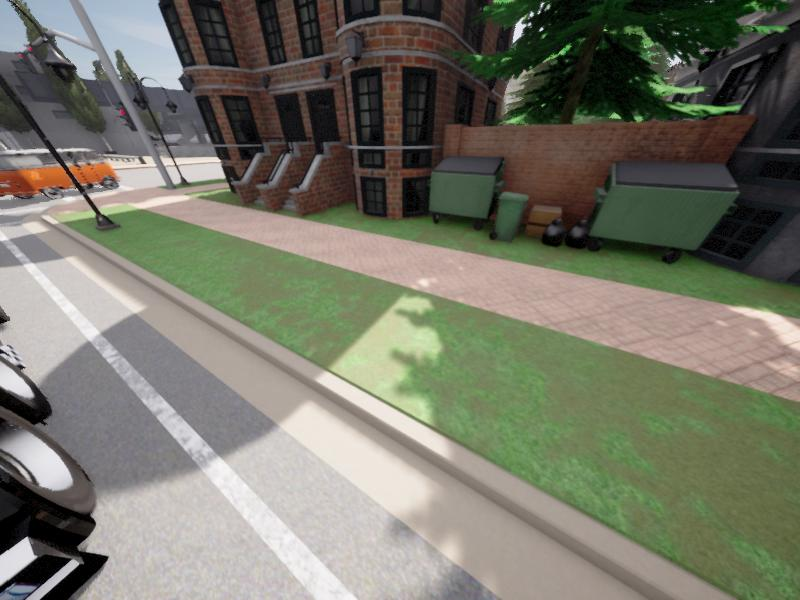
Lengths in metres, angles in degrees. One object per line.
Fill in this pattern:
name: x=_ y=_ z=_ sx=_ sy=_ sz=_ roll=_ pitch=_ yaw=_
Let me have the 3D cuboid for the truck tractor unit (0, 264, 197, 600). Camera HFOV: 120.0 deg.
truck tractor unit: x=-5.109 y=-0.304 z=0.775 sx=6.516 sy=4.208 sz=3.053 roll=18 pitch=39 yaw=24

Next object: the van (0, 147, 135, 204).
van: x=-16.938 y=-6.378 z=11.555 sx=1.775 sy=1.987 sz=4.442 roll=-1 pitch=35 yaw=1
